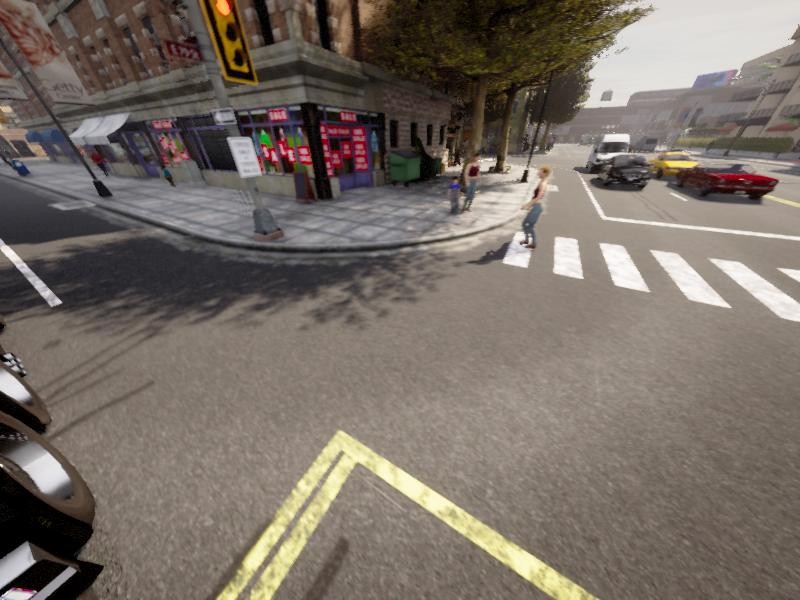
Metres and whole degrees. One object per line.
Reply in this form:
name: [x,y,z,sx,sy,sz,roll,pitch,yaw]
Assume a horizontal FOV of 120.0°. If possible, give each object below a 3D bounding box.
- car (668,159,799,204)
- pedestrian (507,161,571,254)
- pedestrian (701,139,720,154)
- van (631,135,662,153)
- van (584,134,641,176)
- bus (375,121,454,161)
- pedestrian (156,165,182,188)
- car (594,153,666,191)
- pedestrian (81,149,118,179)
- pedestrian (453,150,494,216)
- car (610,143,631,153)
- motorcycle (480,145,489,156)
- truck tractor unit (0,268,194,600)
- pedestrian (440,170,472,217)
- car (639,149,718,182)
car: [15.606,-5.956,11.274,1.895,1.301,4.718,17,39,24]
pedestrian: [3.203,-2.159,5.462,0.751,1.860,0.751,16,38,23]
pedestrian: [46.788,-23.203,34.863,0.751,1.860,0.751,15,38,21]
van: [45.586,-28.925,42.866,1.988,2.561,5.915,17,39,24]
van: [17.192,-12.158,19.118,1.988,2.561,5.915,17,39,24]
bus: [1.935,-23.013,33.584,10.273,4.253,3.944,17,39,24]
pedestrian: [-13.223,-7.067,13.248,0.500,1.100,0.500,17,38,24]
car: [13.325,-7.774,13.769,1.837,1.490,4.892,17,39,24]
pedestrian: [-21.841,-9.907,16.839,0.751,1.860,0.751,18,39,25]
pedestrian: [2.399,-3.908,7.738,0.751,1.860,0.751,-7,35,-10]
car: [42.688,-29.595,44.810,1.837,1.490,4.892,17,38,24]
motorcycle: [13.824,-24.475,37.871,0.764,1.277,2.356,-9,34,6]
truck tractor unit: [-5.111,-0.296,0.836,6.516,4.208,3.053,17,36,25]
pedestrian: [1.814,-3.537,7.704,0.751,1.300,0.751,-1,35,-1]
car: [18.984,-9.521,16.121,1.801,1.575,5.366,17,39,24]
